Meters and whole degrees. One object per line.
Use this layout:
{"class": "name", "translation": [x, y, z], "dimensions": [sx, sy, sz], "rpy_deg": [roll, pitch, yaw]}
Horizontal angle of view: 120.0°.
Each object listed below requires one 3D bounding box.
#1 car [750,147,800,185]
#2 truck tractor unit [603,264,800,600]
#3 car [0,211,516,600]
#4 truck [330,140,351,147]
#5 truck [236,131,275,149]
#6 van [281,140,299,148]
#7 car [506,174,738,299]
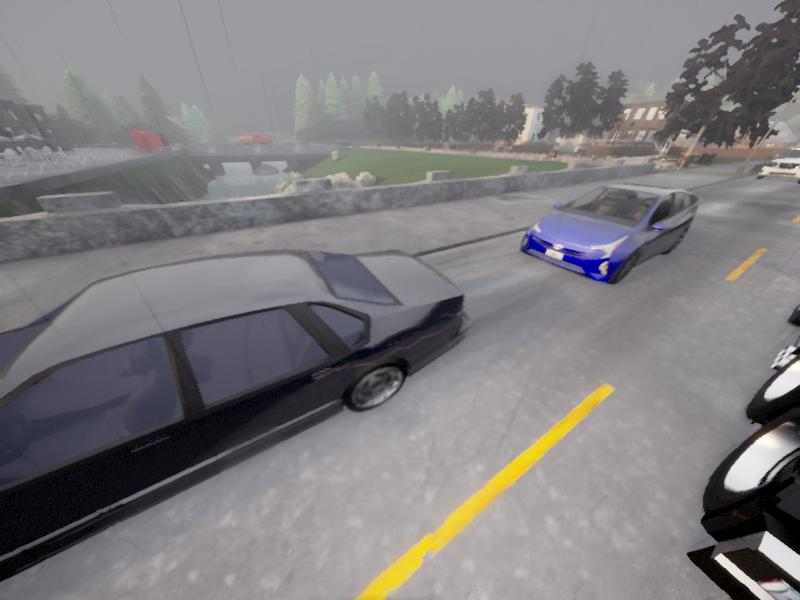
{"class": "car", "translation": [28.412, -9.667, 16.443], "dimensions": [5.566, 2.045, 2.150], "rpy_deg": [-15, 38, -21]}
{"class": "truck tractor unit", "translation": [5.111, -0.298, 0.794], "dimensions": [6.516, 4.208, 3.053], "rpy_deg": [-18, 39, -24]}
{"class": "car", "translation": [-1.792, 0.479, 2.091], "dimensions": [5.357, 1.411, 2.033], "rpy_deg": [-18, 39, -24]}
{"class": "truck", "translation": [-20.301, -53.387, 78.806], "dimensions": [6.274, 2.098, 2.390], "rpy_deg": [-18, 39, -24]}
{"class": "truck", "translation": [-40.487, -44.901, 64.861], "dimensions": [8.468, 3.827, 2.891], "rpy_deg": [-18, 39, -24]}
{"class": "van", "translation": [-34.242, -48.812, 72.174], "dimensions": [4.442, 1.987, 1.775], "rpy_deg": [-18, 39, -24]}
{"class": "car", "translation": [4.977, -1.779, 5.297], "dimensions": [4.514, 1.525, 2.007], "rpy_deg": [-18, 39, -25]}
